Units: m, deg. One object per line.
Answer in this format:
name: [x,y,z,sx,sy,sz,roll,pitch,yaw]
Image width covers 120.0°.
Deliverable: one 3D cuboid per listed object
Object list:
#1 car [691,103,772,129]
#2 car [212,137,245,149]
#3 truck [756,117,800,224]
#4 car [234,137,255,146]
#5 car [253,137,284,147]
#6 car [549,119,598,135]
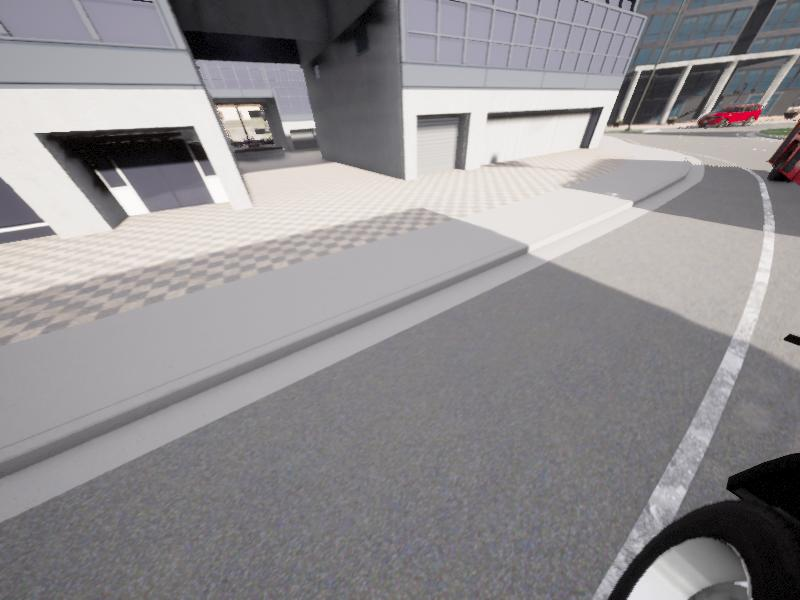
car: [38.539,-21.432,27.004,5.566,2.045,2.150,-6,37,-2]
car: [-32.293,-29.704,43.621,4.553,1.767,2.097,-21,40,-24]
truck: [11.916,-3.995,4.754,2.891,3.827,8.468,29,48,36]
car: [-35.181,-35.787,52.226,3.633,1.501,1.845,-21,40,-24]
car: [-27.960,-33.657,49.080,5.357,1.411,2.033,-22,41,-24]
car: [23.242,-23.328,31.252,2.038,1.542,4.974,-15,39,-15]
